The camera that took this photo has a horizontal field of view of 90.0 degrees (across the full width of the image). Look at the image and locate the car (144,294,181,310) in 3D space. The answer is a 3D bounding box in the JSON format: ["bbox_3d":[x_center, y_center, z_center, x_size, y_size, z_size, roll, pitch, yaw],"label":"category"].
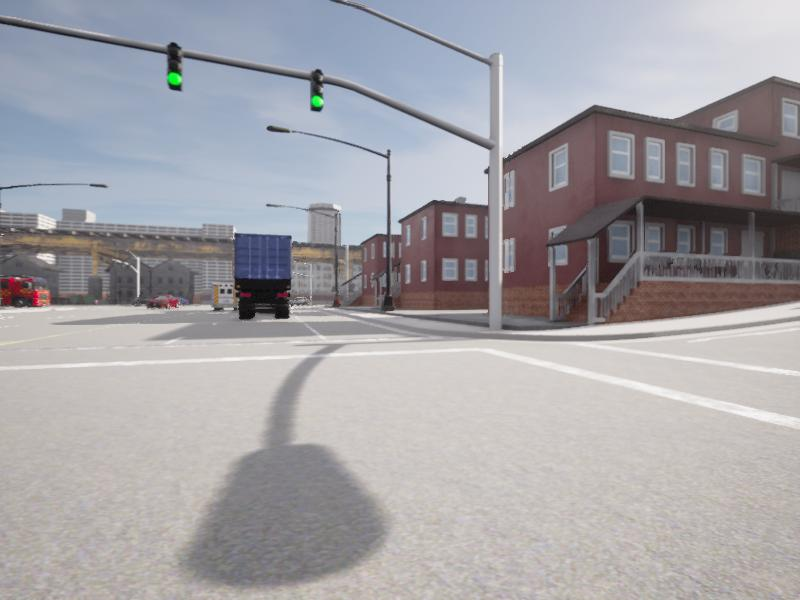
[{"bbox_3d":[-24.009,0.209,40.617,1.882,1.535,5.008,0,0,-14],"label":"car"}]

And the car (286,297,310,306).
[{"bbox_3d":[-17.537,0.263,68.682,3.806,1.475,1.970,0,0,-17],"label":"car"}]

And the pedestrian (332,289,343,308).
[{"bbox_3d":[-6.187,-0.105,39.625,0.751,1.860,0.751,0,0,-34],"label":"pedestrian"}]

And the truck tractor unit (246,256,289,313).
[{"bbox_3d":[-10.876,-1.121,33.139,3.053,4.208,6.516,0,0,-17],"label":"truck tractor unit"}]

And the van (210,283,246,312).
[{"bbox_3d":[-15.722,-0.226,36.922,2.351,2.431,6.366,0,0,-17],"label":"van"}]

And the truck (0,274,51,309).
[{"bbox_3d":[-45.425,-0.962,45.346,8.468,3.827,2.891,0,0,-17],"label":"truck"}]

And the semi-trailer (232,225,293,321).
[{"bbox_3d":[-8.524,-1.222,25.577,2.717,4.402,14.254,0,0,-17],"label":"semi-trailer"}]
